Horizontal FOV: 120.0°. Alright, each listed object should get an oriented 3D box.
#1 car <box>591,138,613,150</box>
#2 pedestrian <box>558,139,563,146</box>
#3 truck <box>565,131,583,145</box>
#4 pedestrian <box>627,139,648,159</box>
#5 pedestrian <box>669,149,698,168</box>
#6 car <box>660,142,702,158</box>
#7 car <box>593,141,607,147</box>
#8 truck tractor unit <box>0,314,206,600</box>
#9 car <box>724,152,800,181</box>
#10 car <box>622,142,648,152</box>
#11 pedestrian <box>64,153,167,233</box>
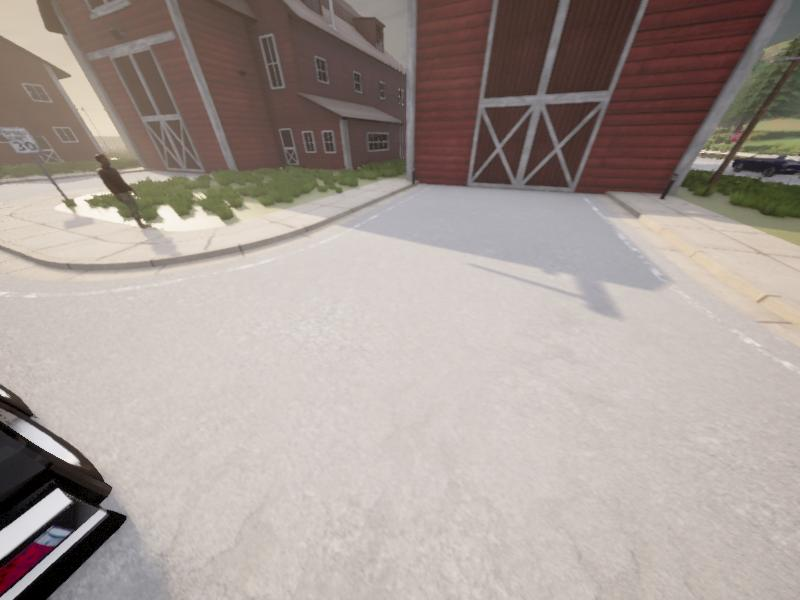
[{"bbox_3d":[44.432,-34.481,50.941,2.150,2.045,5.566,14,37,20],"label":"car"},{"bbox_3d":[51.896,-51.065,74.673,0.751,1.860,0.751,18,39,25],"label":"pedestrian"},{"bbox_3d":[61.347,-57.293,81.763,2.891,3.827,8.468,14,37,20],"label":"truck"},{"bbox_3d":[26.679,-16.961,25.987,0.751,1.860,0.751,14,38,20],"label":"pedestrian"},{"bbox_3d":[22.550,-11.284,18.414,0.751,1.300,0.751,14,37,20],"label":"pedestrian"},{"bbox_3d":[37.336,-20.082,30.821,1.851,1.617,3.988,14,37,20],"label":"car"},{"bbox_3d":[55.012,-43.047,63.605,1.994,1.385,4.181,14,37,20],"label":"car"},{"bbox_3d":[-5.229,-0.161,0.614,6.516,4.208,3.053,13,37,19],"label":"truck tractor unit"},{"bbox_3d":[25.223,-9.119,15.588,1.895,1.301,4.718,14,37,20],"label":"car"},{"bbox_3d":[44.207,-28.984,43.597,1.812,1.442,4.674,14,37,20],"label":"car"},{"bbox_3d":[-7.565,-2.877,6.303,0.751,1.860,0.751,-5,35,-6],"label":"pedestrian"}]
